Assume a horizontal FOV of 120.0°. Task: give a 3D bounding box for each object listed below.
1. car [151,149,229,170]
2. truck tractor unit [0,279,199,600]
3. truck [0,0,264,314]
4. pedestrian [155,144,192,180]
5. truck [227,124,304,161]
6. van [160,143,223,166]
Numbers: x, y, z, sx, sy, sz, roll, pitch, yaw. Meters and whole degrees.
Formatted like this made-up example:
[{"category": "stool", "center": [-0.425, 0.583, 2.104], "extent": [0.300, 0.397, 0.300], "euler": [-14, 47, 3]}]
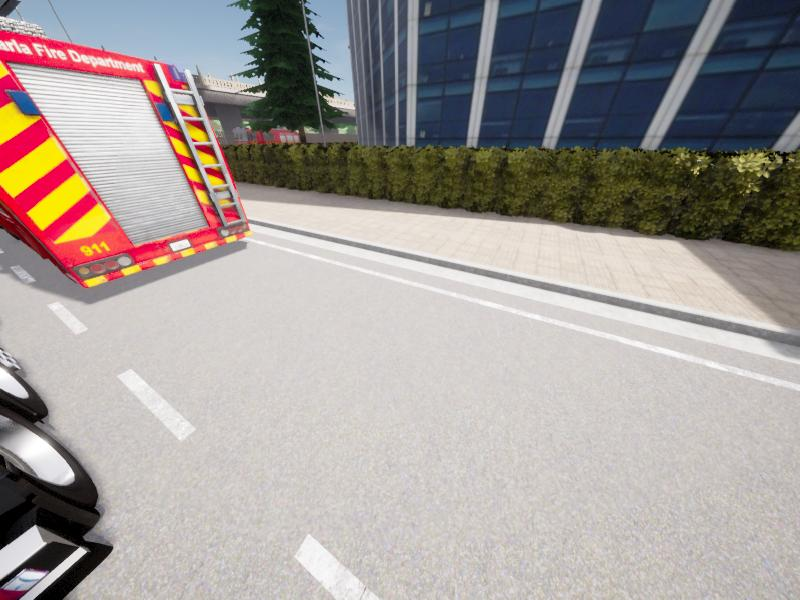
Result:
[{"category": "car", "center": [-20.747, -14.176, 23.188], "extent": [2.033, 1.411, 5.357], "euler": [17, 38, 23]}, {"category": "truck tractor unit", "center": [-5.136, -0.274, 0.741], "extent": [6.516, 4.208, 3.053], "euler": [17, 39, 23]}, {"category": "truck", "center": [-7.825, -3.227, 5.344], "extent": [8.468, 3.827, 2.891], "euler": [17, 38, 23]}, {"category": "pedestrian", "center": [-13.984, -8.512, 14.288], "extent": [0.751, 1.860, 0.751], "euler": [19, 39, 26]}, {"category": "truck", "center": [-18.211, -22.055, 32.354], "extent": [2.891, 3.827, 8.468], "euler": [17, 38, 23]}, {"category": "van", "center": [-22.970, -16.263, 25.683], "extent": [1.775, 1.987, 4.442], "euler": [17, 38, 23]}]
